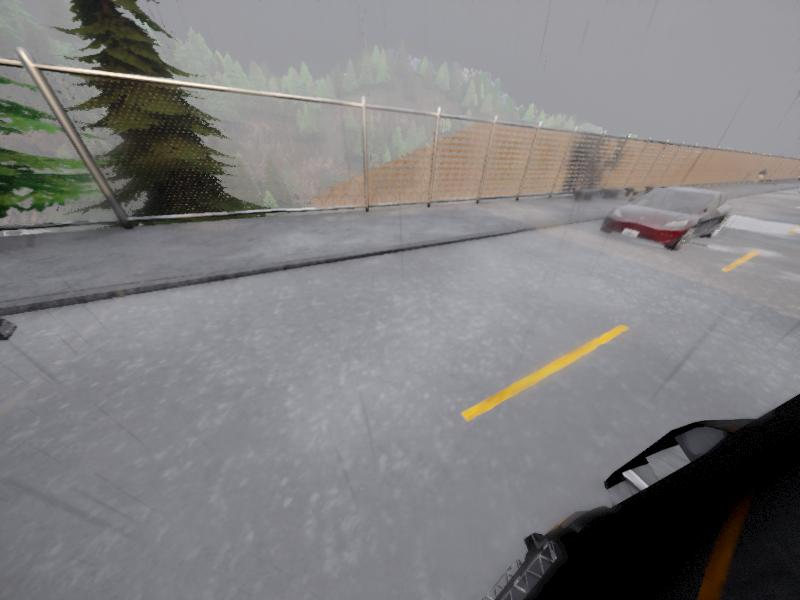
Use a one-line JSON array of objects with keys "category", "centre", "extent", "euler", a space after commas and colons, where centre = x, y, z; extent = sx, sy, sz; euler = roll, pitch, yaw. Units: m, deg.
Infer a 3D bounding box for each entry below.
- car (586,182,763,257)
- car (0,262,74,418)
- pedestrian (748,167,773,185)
[{"category": "car", "centre": [8.959, -2.863, 7.607], "extent": [4.792, 1.488, 2.163], "euler": [-14, 37, -24]}, {"category": "car", "centre": [-5.869, 0.894, 0.697], "extent": [5.027, 1.651, 2.152], "euler": [-15, 37, -24]}, {"category": "pedestrian", "centre": [43.443, -14.943, 27.848], "extent": [0.751, 1.860, 0.751], "euler": [-15, 37, -25]}]
